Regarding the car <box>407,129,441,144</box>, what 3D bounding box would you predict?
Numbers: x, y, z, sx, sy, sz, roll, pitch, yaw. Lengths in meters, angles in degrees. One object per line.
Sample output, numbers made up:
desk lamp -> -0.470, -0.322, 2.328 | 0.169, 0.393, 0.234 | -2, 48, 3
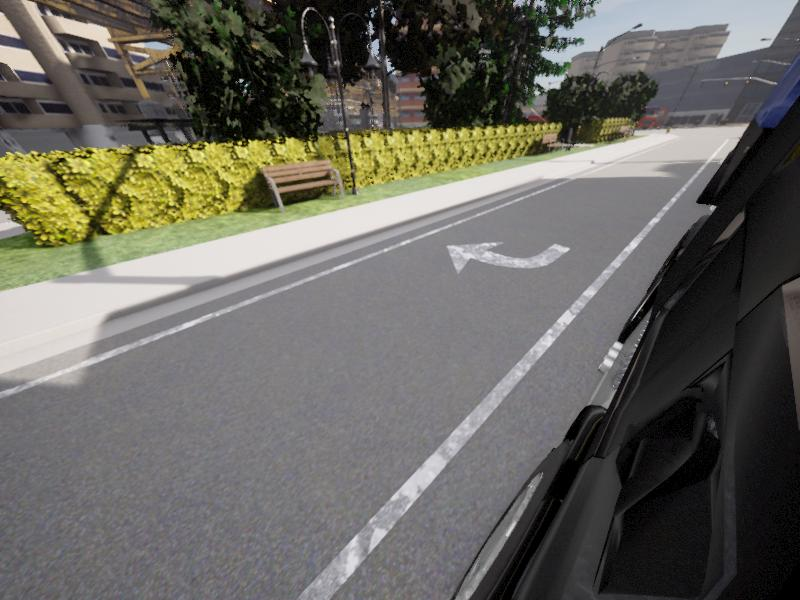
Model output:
car -> 3.748, -25.710, 36.378 | 5.027, 1.651, 2.152 | 2, 37, 6

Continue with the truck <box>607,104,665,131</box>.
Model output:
truck -> 46.327, -36.045, 45.877 | 2.891, 3.827, 8.468 | 1, 36, 5

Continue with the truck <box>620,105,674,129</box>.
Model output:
truck -> 53.963, -40.155, 51.028 | 2.891, 3.827, 8.468 | 1, 36, 5

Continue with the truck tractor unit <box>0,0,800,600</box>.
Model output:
truck tractor unit -> 2.645, -0.295, 0.351 | 6.516, 4.208, 3.053 | -28, 44, -30

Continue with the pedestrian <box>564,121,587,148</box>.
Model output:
pedestrian -> 14.999, -14.145, 19.749 | 0.751, 1.860, 0.751 | -25, 42, -27

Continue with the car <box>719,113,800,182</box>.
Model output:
car -> 16.336, -6.712, 9.896 | 5.566, 2.045, 2.150 | -28, 43, -30

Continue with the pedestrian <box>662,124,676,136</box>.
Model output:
pedestrian -> 30.710, -19.403, 26.412 | 0.500, 1.100, 0.500 | -18, 39, -19

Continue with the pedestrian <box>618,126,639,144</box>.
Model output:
pedestrian -> 21.096, -15.284, 21.353 | 0.751, 1.300, 0.751 | -21, 41, -23

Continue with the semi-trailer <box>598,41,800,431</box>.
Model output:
semi-trailer -> 8.689, -3.612, 4.234 | 14.254, 4.402, 2.717 | -28, 44, -30
